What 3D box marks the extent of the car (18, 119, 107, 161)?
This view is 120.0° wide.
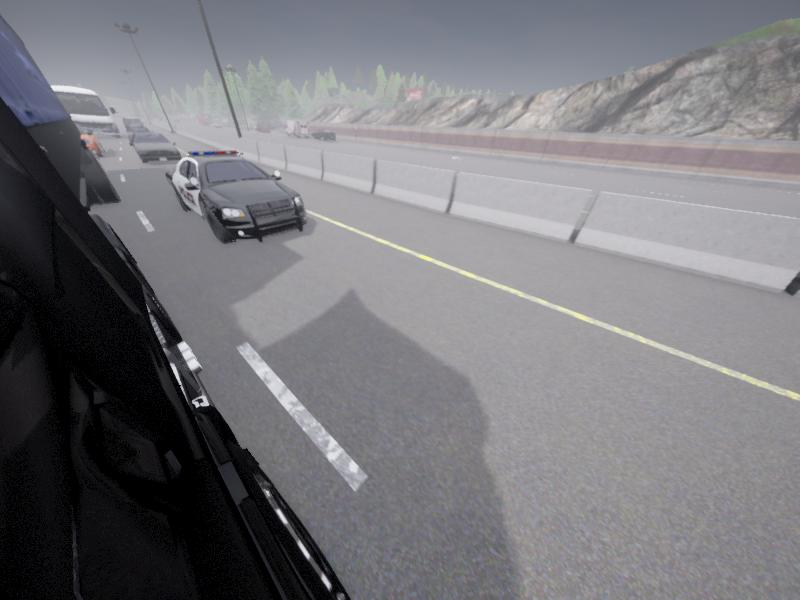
[{"bbox_3d":[-19.929,-9.738,13.947,2.097,1.767,4.553,-28,47,-34],"label":"car"}]

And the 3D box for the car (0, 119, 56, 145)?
[{"bbox_3d":[-30.795,-13.809,18.941,1.882,1.535,5.008,-28,46,-34],"label":"car"}]

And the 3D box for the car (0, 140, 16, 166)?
[{"bbox_3d":[-20.461,-6.970,10.360,2.152,1.651,5.027,-28,47,-35],"label":"car"}]

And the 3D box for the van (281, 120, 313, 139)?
[{"bbox_3d":[-18.295,-30.319,41.031,2.351,2.431,6.366,-28,47,-34],"label":"van"}]

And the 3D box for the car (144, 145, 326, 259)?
[{"bbox_3d":[-4.353,-2.902,5.983,4.974,1.542,2.038,30,44,31],"label":"car"}]

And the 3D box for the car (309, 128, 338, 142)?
[{"bbox_3d":[-11.923,-25.710,36.002,1.882,1.535,5.008,-28,47,-34],"label":"car"}]

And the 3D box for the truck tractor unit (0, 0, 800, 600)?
[{"bbox_3d":[-2.645,-0.295,0.352,6.516,4.208,3.053,28,44,30],"label":"truck tractor unit"}]

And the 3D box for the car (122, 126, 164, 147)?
[{"bbox_3d":[-23.436,-14.955,21.064,1.994,1.385,4.181,-28,46,-34],"label":"car"}]

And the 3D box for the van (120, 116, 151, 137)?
[{"bbox_3d":[-33.751,-22.078,29.441,1.775,1.987,4.442,-28,46,-34],"label":"van"}]

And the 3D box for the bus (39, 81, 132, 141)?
[{"bbox_3d":[-34.201,-20.431,25.318,10.273,4.253,3.944,30,43,31],"label":"bus"}]

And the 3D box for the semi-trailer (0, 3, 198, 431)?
[{"bbox_3d":[-8.508,-3.723,4.413,14.254,4.402,2.717,30,45,32],"label":"semi-trailer"}]

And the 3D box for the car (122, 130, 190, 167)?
[{"bbox_3d":[-14.708,-9.167,13.837,2.033,1.411,5.357,-29,47,-35],"label":"car"}]
